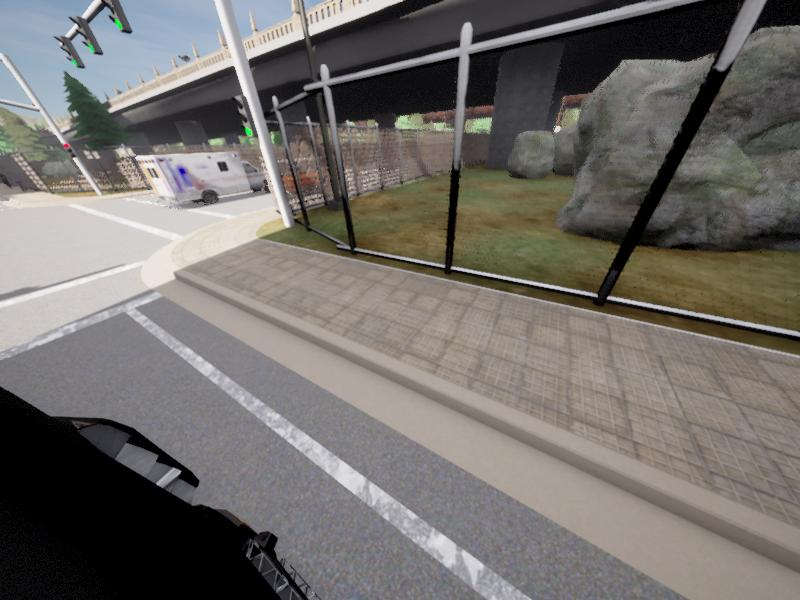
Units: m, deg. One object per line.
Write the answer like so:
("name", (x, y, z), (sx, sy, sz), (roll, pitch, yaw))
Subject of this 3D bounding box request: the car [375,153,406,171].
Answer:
("car", (-1.035, -16.630, 27.804), (1.851, 1.617, 3.988), (16, 38, 26))

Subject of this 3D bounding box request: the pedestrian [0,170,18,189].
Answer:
("pedestrian", (-45.052, -13.701, 26.295), (0.751, 1.860, 0.751), (17, 38, 27))

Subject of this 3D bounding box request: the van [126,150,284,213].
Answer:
("van", (-10.800, -7.305, 13.775), (2.351, 2.431, 6.366), (16, 38, 26))

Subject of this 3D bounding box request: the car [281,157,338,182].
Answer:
("car", (-8.748, -12.914, 22.762), (2.242, 1.667, 4.611), (16, 38, 26))

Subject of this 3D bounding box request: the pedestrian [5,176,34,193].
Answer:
("pedestrian", (-36.035, -10.938, 21.903), (0.751, 1.300, 0.751), (11, 36, 20))

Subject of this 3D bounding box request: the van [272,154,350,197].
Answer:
("van", (-5.626, -8.388, 15.392), (1.775, 1.987, 4.442), (16, 38, 26))

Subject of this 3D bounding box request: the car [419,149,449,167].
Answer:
("car", (4.421, -18.270, 29.668), (2.097, 1.767, 4.553), (16, 38, 26))
